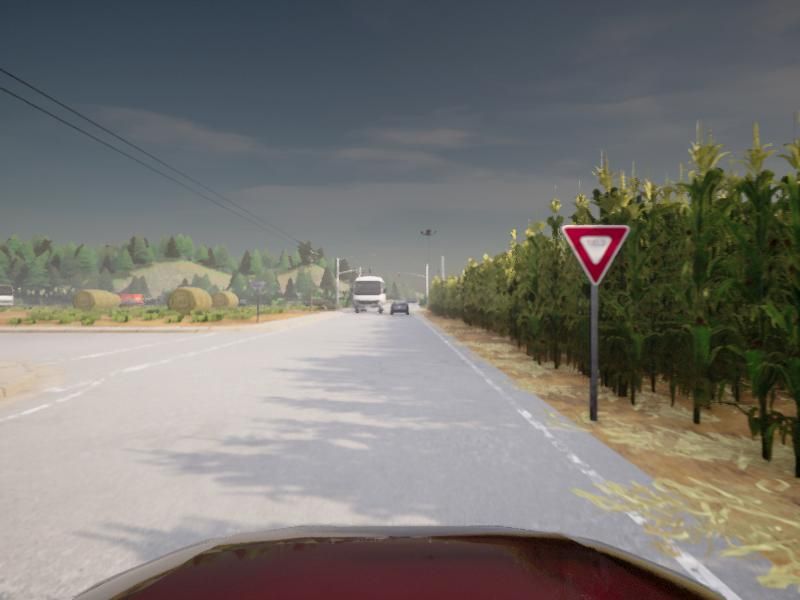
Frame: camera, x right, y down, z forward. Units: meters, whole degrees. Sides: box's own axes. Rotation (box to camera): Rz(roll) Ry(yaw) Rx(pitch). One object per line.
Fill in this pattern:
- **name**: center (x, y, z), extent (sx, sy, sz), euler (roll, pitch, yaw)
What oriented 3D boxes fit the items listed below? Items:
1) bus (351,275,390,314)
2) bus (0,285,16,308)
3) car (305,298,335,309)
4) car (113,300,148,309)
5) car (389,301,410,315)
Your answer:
- **bus**: center (-3.398, -0.585, 48.710), extent (3.944, 4.253, 10.273), euler (0, 0, 0)
- **bus**: center (-79.102, -0.654, 75.274), extent (10.273, 4.253, 3.944), euler (0, 0, 3)
- **car**: center (-13.588, 0.587, 68.350), extent (4.553, 1.767, 2.097), euler (0, 0, 6)
- **car**: center (-47.364, 0.743, 70.270), extent (4.792, 1.488, 2.163), euler (0, 0, 3)
- **car**: center (-0.026, 0.804, 43.903), extent (2.163, 1.488, 4.792), euler (0, 0, 0)
